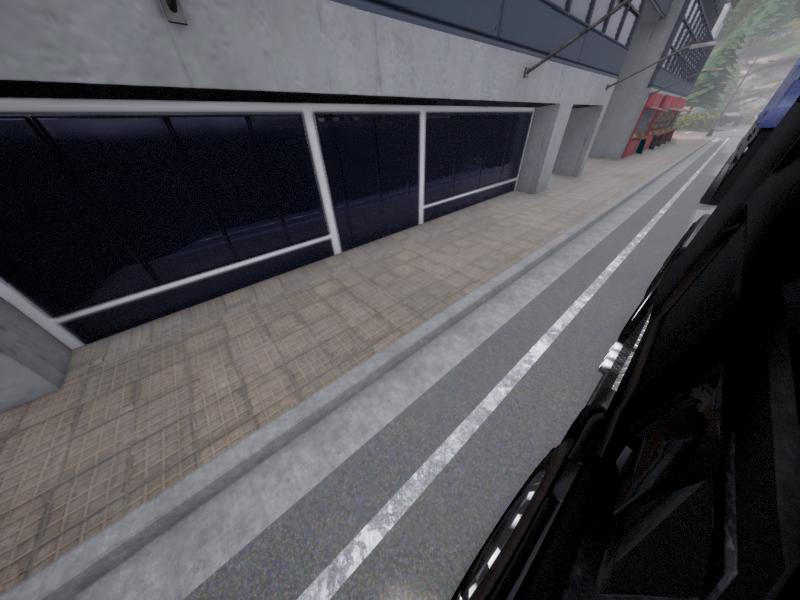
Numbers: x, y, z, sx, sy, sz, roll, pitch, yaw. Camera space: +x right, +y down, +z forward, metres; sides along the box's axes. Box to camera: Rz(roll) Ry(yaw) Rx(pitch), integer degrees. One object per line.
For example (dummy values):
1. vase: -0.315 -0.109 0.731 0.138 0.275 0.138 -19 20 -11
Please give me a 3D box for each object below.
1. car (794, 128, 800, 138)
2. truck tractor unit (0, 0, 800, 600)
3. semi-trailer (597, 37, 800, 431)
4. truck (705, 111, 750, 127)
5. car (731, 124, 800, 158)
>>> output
1. car: 38.044 -15.510 20.705 4.892 1.490 1.837 -31 46 -32
2. truck tractor unit: 2.645 -0.295 0.351 6.516 4.208 3.053 -28 44 -30
3. semi-trailer: 8.720 -3.593 4.203 14.254 4.402 2.717 -28 44 -29
4. truck: 59.974 -33.235 42.492 2.390 2.098 6.274 16 41 24
5. car: 22.610 -9.841 14.217 4.181 1.385 1.994 -28 44 -30
